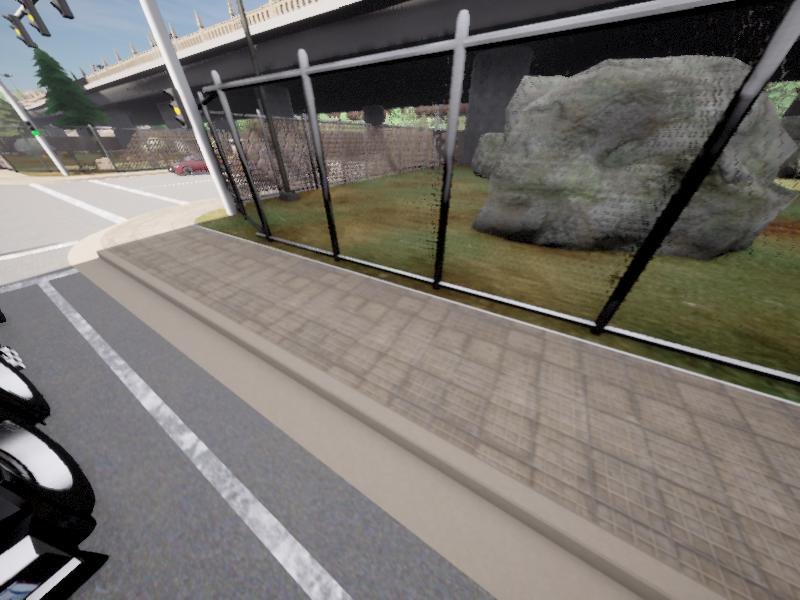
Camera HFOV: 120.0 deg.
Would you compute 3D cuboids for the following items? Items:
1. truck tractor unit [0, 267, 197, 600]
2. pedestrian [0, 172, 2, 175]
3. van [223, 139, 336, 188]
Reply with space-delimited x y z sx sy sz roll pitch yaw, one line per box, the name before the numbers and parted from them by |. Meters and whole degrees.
truck tractor unit | -5.112 -0.301 0.774 6.516 4.208 3.053 18 39 24
pedestrian | -31.219 -10.095 17.316 0.751 1.300 0.751 -29 44 -35
van | -7.690 -9.589 15.897 2.351 2.431 6.366 18 39 24
